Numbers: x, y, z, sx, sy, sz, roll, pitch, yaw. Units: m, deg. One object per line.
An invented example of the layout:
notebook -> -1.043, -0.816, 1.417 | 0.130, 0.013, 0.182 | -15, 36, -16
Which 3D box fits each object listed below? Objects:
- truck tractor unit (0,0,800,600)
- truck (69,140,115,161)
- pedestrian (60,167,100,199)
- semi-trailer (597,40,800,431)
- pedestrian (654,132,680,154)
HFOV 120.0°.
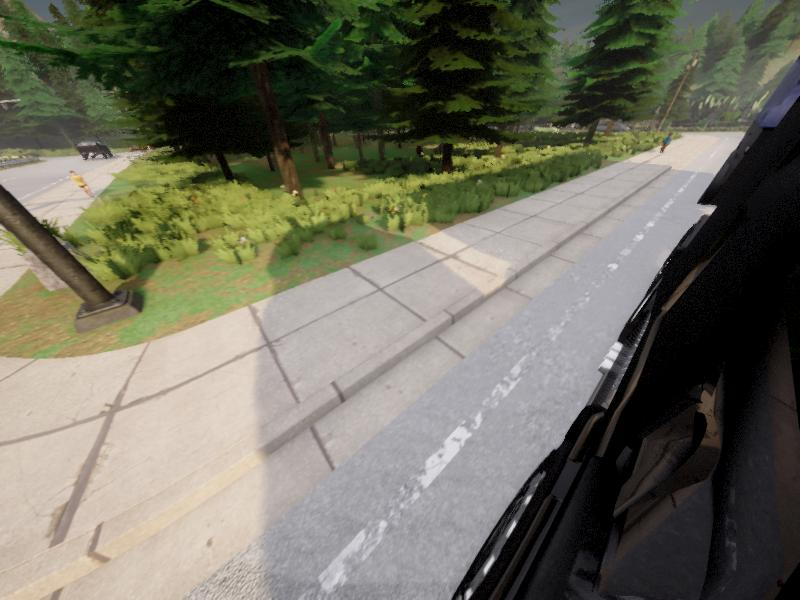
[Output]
truck tractor unit -> 2.645, -0.295, 0.351 | 6.516, 4.208, 3.053 | -28, 44, -30
truck -> -43.271, -21.248, 32.705 | 2.390, 2.098, 6.274 | -27, 43, -29
pedestrian -> -13.438, -4.913, 9.726 | 0.500, 1.100, 0.500 | 26, 45, 32
semi-trailer -> 8.709, -3.597, 4.218 | 14.254, 4.402, 2.717 | -28, 44, -30
pedestrian -> 16.628, -9.769, 14.415 | 0.500, 1.100, 0.500 | -18, 39, -19
